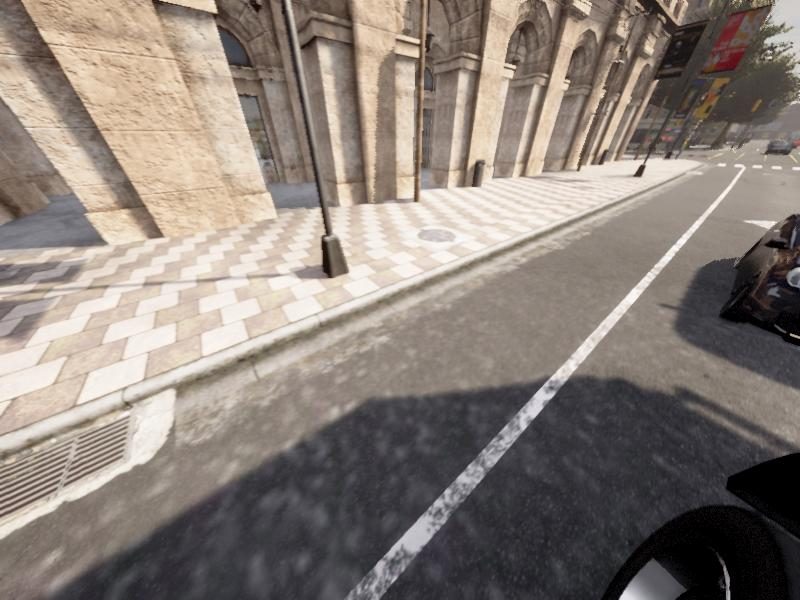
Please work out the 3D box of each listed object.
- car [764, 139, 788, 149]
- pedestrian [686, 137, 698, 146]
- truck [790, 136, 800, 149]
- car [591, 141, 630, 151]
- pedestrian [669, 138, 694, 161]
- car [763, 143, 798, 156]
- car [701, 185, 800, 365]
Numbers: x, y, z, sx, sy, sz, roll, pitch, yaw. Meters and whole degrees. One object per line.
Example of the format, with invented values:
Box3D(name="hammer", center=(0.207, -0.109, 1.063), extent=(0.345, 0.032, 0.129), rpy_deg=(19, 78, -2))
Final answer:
Box3D(name="car", center=(79.225, -32.899, 48.672), extent=(4.902, 1.511, 2.128), rpy_deg=(-24, 42, -30))
Box3D(name="pedestrian", center=(67.918, -36.927, 53.808), extent=(0.751, 1.860, 0.751), rpy_deg=(-10, 36, -13))
Box3D(name="truck", center=(80.825, -31.492, 45.770), extent=(5.204, 2.467, 2.627), rpy_deg=(-24, 42, -30))
Box3D(name="car", center=(39.985, -29.317, 43.907), extent=(2.128, 1.511, 4.902), rpy_deg=(-24, 41, -30))
Box3D(name="pedestrian", center=(28.397, -15.186, 23.294), extent=(0.751, 1.860, 0.751), rpy_deg=(-23, 41, -28))
Box3D(name="car", center=(51.620, -20.538, 31.410), extent=(4.181, 1.385, 1.994), rpy_deg=(-24, 42, -30))
Box3D(name="car", center=(6.271, -0.419, 3.125), extent=(3.633, 1.501, 1.845), rpy_deg=(-24, 41, -29))
